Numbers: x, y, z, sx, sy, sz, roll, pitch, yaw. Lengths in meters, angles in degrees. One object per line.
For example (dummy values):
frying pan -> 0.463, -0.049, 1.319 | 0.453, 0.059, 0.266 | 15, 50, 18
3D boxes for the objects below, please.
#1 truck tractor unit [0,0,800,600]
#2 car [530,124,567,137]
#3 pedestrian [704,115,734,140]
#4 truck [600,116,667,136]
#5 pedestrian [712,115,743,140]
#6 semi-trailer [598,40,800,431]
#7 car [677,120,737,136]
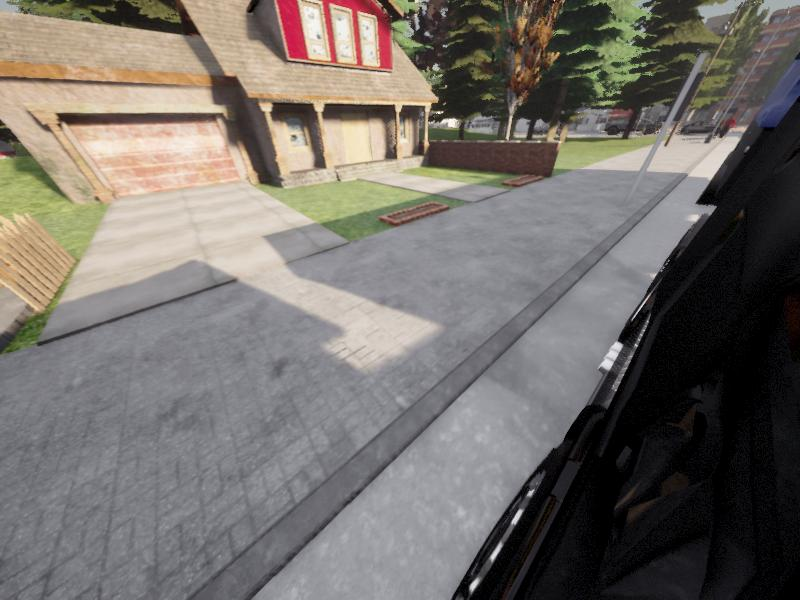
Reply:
truck tractor unit -> 2.645, -0.295, 0.352 | 6.516, 4.208, 3.053 | -28, 44, -30
car -> 26.520, -30.388, 41.421 | 2.152, 1.651, 5.027 | -28, 43, -30
pedestrian -> 30.472, -16.452, 22.083 | 0.751, 1.860, 0.751 | -18, 39, -19
truck -> 34.044, -25.443, 33.933 | 2.390, 2.098, 6.274 | -28, 44, -30
pedestrian -> 31.067, -16.370, 21.937 | 0.751, 1.860, 0.751 | -21, 40, -22
semi-trailer -> 8.697, -3.596, 4.243 | 14.254, 4.402, 2.717 | -28, 44, -30
car -> 38.792, -21.828, 29.320 | 1.816, 1.474, 4.193 | -24, 42, -27
